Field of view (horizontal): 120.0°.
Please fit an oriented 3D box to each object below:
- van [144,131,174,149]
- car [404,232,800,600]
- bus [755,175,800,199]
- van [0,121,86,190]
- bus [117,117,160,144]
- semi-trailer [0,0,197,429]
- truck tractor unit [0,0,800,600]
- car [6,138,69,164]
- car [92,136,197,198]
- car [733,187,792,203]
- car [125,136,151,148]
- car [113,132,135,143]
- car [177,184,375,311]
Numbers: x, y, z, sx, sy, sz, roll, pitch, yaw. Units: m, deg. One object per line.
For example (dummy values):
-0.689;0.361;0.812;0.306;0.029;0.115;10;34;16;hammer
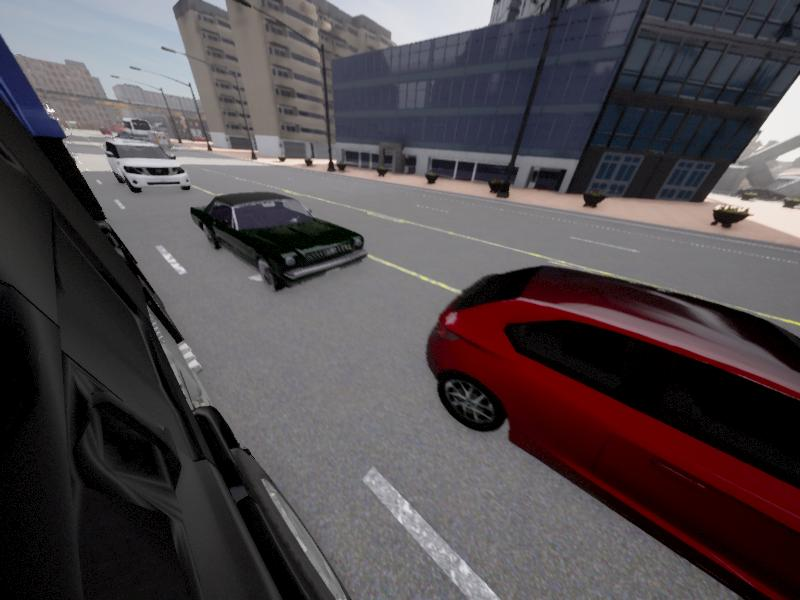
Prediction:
-47.792;-31.775;45.834;6.366;2.431;2.351;28;39;29;van
2.290;0.853;1.801;4.193;1.474;1.816;26;38;31;car
92.311;-25.781;53.096;3.944;4.253;10.273;-9;35;-21;bus
-18.301;-7.214;11.334;6.366;2.431;2.351;26;38;31;van
-60.466;-39.208;53.334;10.273;4.253;3.944;28;39;30;bus
-8.722;-3.410;4.453;14.254;4.402;2.717;25;38;31;semi-trailer
-2.645;-0.295;0.352;6.516;4.208;3.053;28;44;30;truck tractor unit
-29.206;-12.134;18.767;4.902;1.511;2.128;26;38;31;car
-13.035;-6.886;11.781;5.566;2.045;2.150;26;38;29;car
57.543;-16.834;36.815;1.837;1.490;4.892;-19;40;-33;car
-48.368;-29.185;42.644;4.902;1.511;2.128;28;39;29;car
-59.432;-35.010;49.720;5.357;1.411;2.033;28;39;29;car
-2.931;-1.616;5.287;4.718;1.301;1.895;26;38;31;car
